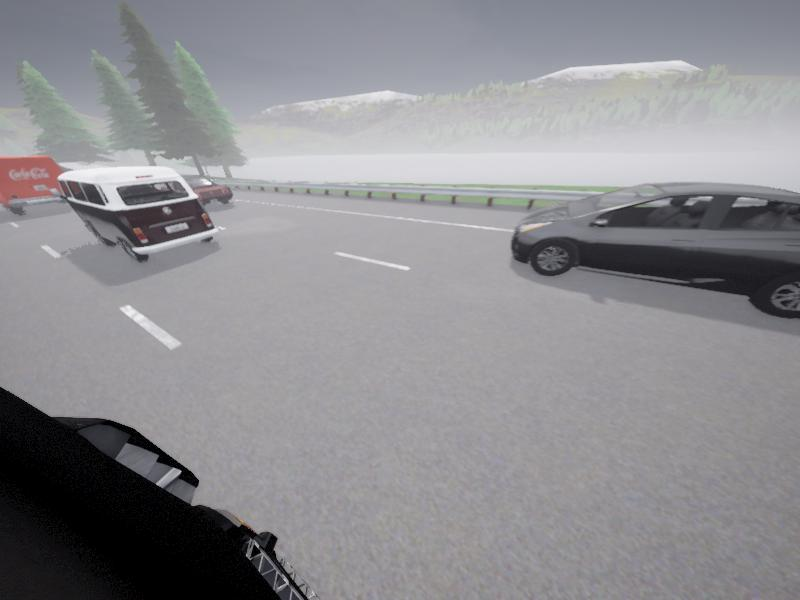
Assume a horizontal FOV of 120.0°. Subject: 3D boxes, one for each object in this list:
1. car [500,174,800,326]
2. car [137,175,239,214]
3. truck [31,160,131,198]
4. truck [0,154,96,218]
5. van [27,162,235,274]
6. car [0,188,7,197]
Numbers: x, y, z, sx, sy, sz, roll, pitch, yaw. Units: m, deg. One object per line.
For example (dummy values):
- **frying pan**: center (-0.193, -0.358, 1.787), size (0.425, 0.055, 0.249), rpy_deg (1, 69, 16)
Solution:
- **car**: center (4.450, -1.174, 4.009), size (4.514, 1.525, 2.007), rpy_deg (16, 38, 26)
- **car**: center (-10.665, -5.433, 11.634), size (4.718, 1.301, 1.895), rpy_deg (16, 38, 25)
- **truck**: center (-24.037, -9.181, 17.441), size (6.274, 2.098, 2.390), rpy_deg (13, 37, 22)
- **truck**: center (-19.981, -6.194, 12.349), size (5.204, 2.467, 2.627), rpy_deg (14, 37, 24)
- **van**: center (-7.283, -2.528, 6.387), size (4.480, 2.038, 2.069), rpy_deg (17, 38, 25)
- **car**: center (-34.010, -8.887, 18.244), size (4.193, 1.474, 1.816), rpy_deg (11, 36, 20)
